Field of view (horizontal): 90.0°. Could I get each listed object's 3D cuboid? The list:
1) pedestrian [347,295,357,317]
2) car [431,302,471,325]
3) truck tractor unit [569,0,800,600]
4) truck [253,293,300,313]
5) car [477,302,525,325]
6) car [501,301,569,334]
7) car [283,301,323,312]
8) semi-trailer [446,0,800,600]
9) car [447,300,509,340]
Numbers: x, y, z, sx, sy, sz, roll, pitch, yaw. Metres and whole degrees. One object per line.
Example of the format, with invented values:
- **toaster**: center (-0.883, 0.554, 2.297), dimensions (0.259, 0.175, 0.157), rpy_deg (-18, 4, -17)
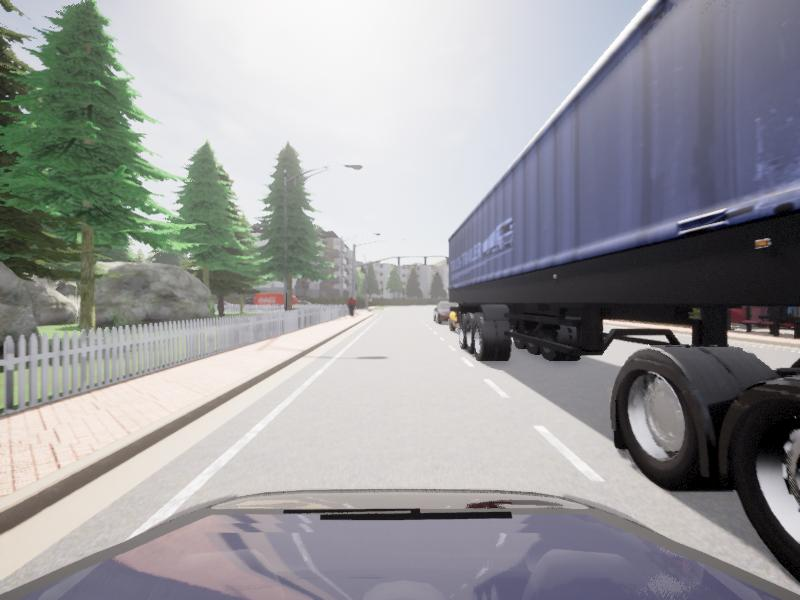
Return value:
- **pedestrian**: center (-4.054, 0.495, 33.565), dimensions (0.751, 1.860, 0.751), rpy_deg (0, 0, 0)
- **car**: center (3.432, 0.858, 27.797), dimensions (2.163, 1.488, 4.792), rpy_deg (0, 0, 0)
- **truck tractor unit**: center (3.426, -0.517, 1.157), dimensions (3.053, 4.208, 6.516), rpy_deg (0, 0, -1)
- **truck**: center (-15.795, 0.368, 51.450), dimensions (5.204, 2.467, 2.627), rpy_deg (0, 0, 1)
- **car**: center (6.946, 0.858, 28.083), dimensions (2.163, 1.488, 4.792), rpy_deg (0, 0, 0)
- **car**: center (6.991, 0.828, 21.363), dimensions (1.882, 1.535, 5.008), rpy_deg (0, 0, -1)
- **car**: center (-13.256, 0.849, 54.892), dimensions (4.902, 1.511, 2.128), rpy_deg (0, 0, 1)
- **semi-trailer**: center (3.315, -0.616, 9.068), dimensions (2.717, 4.402, 14.254), rpy_deg (0, 0, -1)
- **car**: center (3.457, 0.811, 18.733), dimensions (1.801, 1.575, 5.366), rpy_deg (0, 0, -1)
